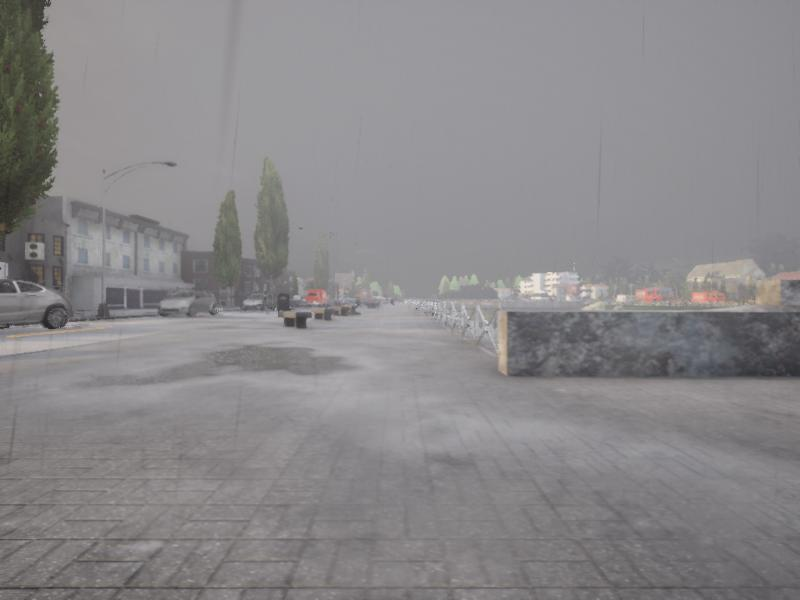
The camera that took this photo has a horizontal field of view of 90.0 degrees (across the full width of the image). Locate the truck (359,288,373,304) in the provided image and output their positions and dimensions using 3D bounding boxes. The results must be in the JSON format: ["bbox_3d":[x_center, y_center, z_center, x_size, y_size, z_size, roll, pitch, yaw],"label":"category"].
[{"bbox_3d":[-8.614,-0.941,101.170,2.891,3.827,8.468,0,0,0],"label":"truck"}]

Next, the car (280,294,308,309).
[{"bbox_3d":[-12.426,0.145,47.384,1.930,1.638,5.238,0,0,0],"label":"car"}]

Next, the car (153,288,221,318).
[{"bbox_3d":[-12.342,0.161,23.457,1.851,1.617,3.988,0,0,0],"label":"car"}]

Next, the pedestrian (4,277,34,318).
[{"bbox_3d":[-17.577,-0.105,18.474,0.751,1.860,0.751,0,0,23],"label":"pedestrian"}]

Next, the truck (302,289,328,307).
[{"bbox_3d":[-12.467,-0.265,59.101,2.627,2.467,5.204,0,0,0],"label":"truck"}]

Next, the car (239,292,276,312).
[{"bbox_3d":[-12.384,0.161,35.069,1.851,1.617,3.988,0,0,0],"label":"car"}]

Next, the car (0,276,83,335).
[{"bbox_3d":[-12.295,0.154,11.643,2.152,1.651,5.027,0,0,0],"label":"car"}]

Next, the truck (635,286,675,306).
[{"bbox_3d":[53.110,-0.805,83.693,2.891,3.827,8.468,0,0,0],"label":"truck"}]
